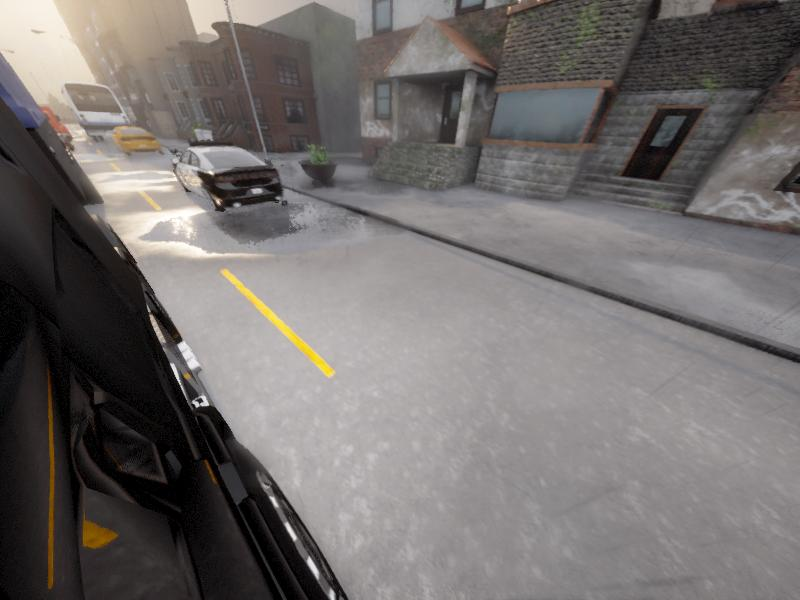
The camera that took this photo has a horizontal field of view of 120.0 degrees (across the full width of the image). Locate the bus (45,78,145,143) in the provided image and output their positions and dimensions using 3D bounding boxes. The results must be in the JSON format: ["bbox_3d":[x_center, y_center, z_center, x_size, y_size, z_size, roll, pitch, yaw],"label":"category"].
[{"bbox_3d":[-30.790,-18.913,23.390,10.273,4.253,3.944,29,44,30],"label":"bus"}]

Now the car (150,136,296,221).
[{"bbox_3d":[-5.890,-4.247,7.579,5.238,1.638,1.930,29,44,31],"label":"car"}]

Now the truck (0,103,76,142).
[{"bbox_3d":[-32.208,-15.908,20.770,5.204,2.467,2.627,29,44,30],"label":"truck"}]

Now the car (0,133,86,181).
[{"bbox_3d":[-15.778,-6.370,10.071,4.718,1.301,1.895,29,44,31],"label":"car"}]

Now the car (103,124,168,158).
[{"bbox_3d":[-18.275,-11.022,15.918,5.008,1.535,1.882,29,44,30],"label":"car"}]

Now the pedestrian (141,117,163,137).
[{"bbox_3d":[-28.546,-19.919,26.653,0.751,1.860,0.751,12,38,12],"label":"pedestrian"}]

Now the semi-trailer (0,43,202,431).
[{"bbox_3d":[-8.694,-3.609,4.232,14.254,4.402,2.717,28,44,30],"label":"semi-trailer"}]

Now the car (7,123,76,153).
[{"bbox_3d":[-24.427,-11.168,15.862,4.181,1.385,1.994,28,44,30],"label":"car"}]

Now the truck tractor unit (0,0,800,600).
[{"bbox_3d":[-2.645,-0.295,0.352,6.516,4.208,3.053,28,44,30],"label":"truck tractor unit"}]
